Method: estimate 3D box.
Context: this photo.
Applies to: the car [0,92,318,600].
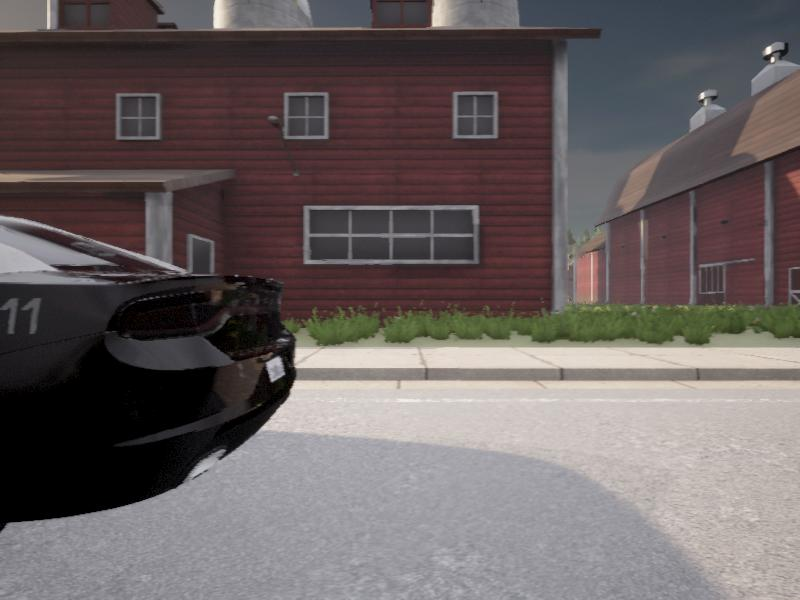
[{"bbox_3d":[-3.267,0.169,2.202,5.238,1.638,1.930,0,0,0],"label":"car"}]
